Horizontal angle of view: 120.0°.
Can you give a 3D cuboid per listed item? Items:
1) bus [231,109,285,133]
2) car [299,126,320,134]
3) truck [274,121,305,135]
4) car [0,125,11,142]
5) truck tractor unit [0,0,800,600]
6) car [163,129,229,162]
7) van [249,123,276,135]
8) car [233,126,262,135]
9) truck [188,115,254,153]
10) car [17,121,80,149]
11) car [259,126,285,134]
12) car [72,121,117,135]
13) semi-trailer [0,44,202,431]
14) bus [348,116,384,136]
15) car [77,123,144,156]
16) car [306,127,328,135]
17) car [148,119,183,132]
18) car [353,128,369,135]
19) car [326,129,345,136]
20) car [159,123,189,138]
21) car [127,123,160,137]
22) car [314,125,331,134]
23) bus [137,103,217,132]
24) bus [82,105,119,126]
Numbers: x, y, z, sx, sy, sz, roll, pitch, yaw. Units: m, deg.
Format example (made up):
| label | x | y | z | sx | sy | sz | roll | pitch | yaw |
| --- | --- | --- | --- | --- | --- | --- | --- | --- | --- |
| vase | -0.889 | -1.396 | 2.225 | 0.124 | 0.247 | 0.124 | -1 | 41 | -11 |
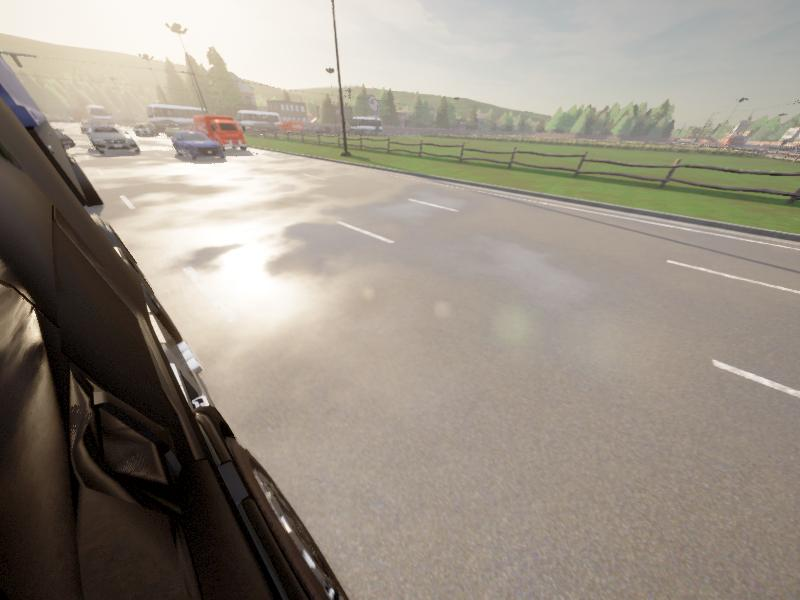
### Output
| label | x | y | z | sx | sy | sz | roll | pitch | yaw |
| --- | --- | --- | --- | --- | --- | --- | --- | --- | --- |
| bus | -35.456 | -44.901 | 58.300 | 3.944 | 4.253 | 10.273 | 27 | 43 | 29 |
| car | -25.359 | -47.724 | 64.837 | 2.152 | 1.651 | 5.027 | 27 | 43 | 29 |
| truck | -24.657 | -38.581 | 51.913 | 2.627 | 2.467 | 5.204 | 28 | 43 | 30 |
| car | -37.156 | -15.005 | 20.477 | 4.674 | 1.442 | 1.812 | 31 | 45 | 33 |
| truck tractor unit | -2.645 | -0.295 | 0.351 | 6.516 | 4.208 | 3.053 | 28 | 44 | 30 |
| car | -14.136 | -10.744 | 15.965 | 5.008 | 1.535 | 1.882 | 28 | 44 | 30 |
| van | -30.231 | -37.795 | 50.956 | 1.775 | 1.987 | 4.442 | 28 | 43 | 30 |
| car | -30.512 | -34.043 | 46.428 | 1.994 | 1.385 | 4.181 | 26 | 43 | 28 |
| truck | -15.879 | -14.808 | 20.536 | 5.204 | 2.467 | 2.627 | 28 | 44 | 30 |
| car | -28.012 | -13.163 | 18.412 | 3.705 | 1.549 | 1.789 | 23 | 41 | 24 |
| car | -30.498 | -40.694 | 55.249 | 2.163 | 1.488 | 4.792 | 28 | 43 | 30 |
| car | -44.028 | -24.945 | 33.482 | 1.994 | 1.385 | 4.181 | -10 | 38 | -16 |
| semi-trailer | -8.706 | -3.580 | 4.248 | 14.254 | 4.402 | 2.717 | 28 | 44 | 30 |
| bus | -9.472 | -49.719 | 66.194 | 3.944 | 4.253 | 10.273 | 28 | 44 | 30 |
| car | -21.287 | -11.850 | 16.980 | 5.027 | 1.651 | 2.152 | 28 | 44 | 30 |
| car | -21.435 | -43.726 | 59.792 | 2.128 | 1.511 | 4.902 | 28 | 43 | 30 |
| car | -44.368 | -32.968 | 43.781 | 1.905 | 1.878 | 3.866 | 13 | 38 | 15 |
| car | -12.240 | -53.412 | 73.261 | 1.882 | 1.535 | 5.008 | 28 | 43 | 30 |
| car | -16.681 | -43.698 | 60.136 | 1.994 | 1.385 | 4.181 | 28 | 43 | 30 |
| car | -32.900 | -24.815 | 33.794 | 2.007 | 1.525 | 4.514 | -17 | 41 | -23 |
| car | -35.840 | -23.907 | 32.455 | 1.970 | 1.475 | 3.806 | -17 | 41 | -23 |
| car | -21.373 | -47.200 | 64.133 | 1.905 | 1.878 | 3.866 | 28 | 43 | 30 |
| bus | -45.423 | -37.441 | 47.745 | 3.944 | 4.253 | 10.273 | 23 | 41 | 26 |
| bus | -83.157 | -51.218 | 64.108 | 10.273 | 4.253 | 3.944 | 28 | 44 | 30 |
